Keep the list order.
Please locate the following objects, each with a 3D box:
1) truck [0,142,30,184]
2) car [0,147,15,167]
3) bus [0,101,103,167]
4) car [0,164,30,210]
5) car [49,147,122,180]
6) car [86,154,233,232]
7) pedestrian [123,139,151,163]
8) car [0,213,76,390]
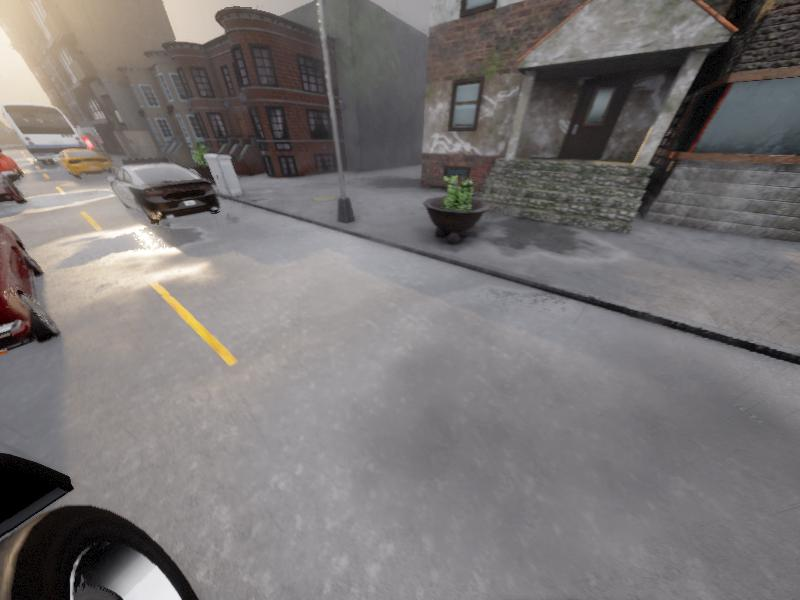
[{"bbox_3d":[-24.681,-8.277,13.260,5.204,2.467,2.627,23,41,28],"label":"truck"},{"bbox_3d":[-35.078,-12.380,19.491,3.866,1.878,1.905,23,41,28],"label":"car"},{"bbox_3d":[-33.334,-15.372,21.695,10.273,4.253,3.944,22,41,29],"label":"bus"},{"bbox_3d":[-16.458,-4.385,8.784,4.181,1.385,1.994,23,41,28],"label":"car"},{"bbox_3d":[-20.956,-9.171,15.378,5.008,1.535,1.882,23,41,28],"label":"car"},{"bbox_3d":[-8.366,-3.949,8.002,5.238,1.638,1.930,23,41,28],"label":"car"},{"bbox_3d":[-24.450,-13.848,21.469,0.751,1.860,0.751,12,37,15],"label":"pedestrian"},{"bbox_3d":[-6.469,-0.174,2.970,4.718,1.301,1.895,23,41,28],"label":"car"}]
